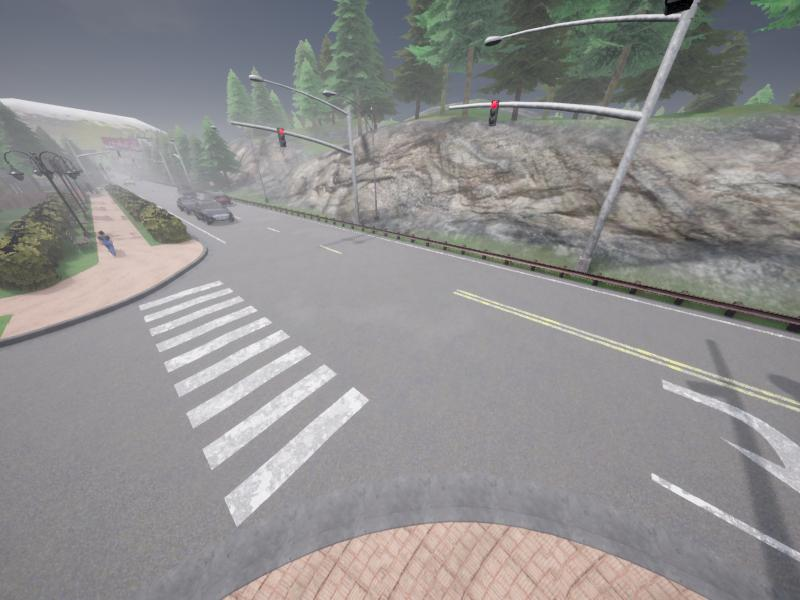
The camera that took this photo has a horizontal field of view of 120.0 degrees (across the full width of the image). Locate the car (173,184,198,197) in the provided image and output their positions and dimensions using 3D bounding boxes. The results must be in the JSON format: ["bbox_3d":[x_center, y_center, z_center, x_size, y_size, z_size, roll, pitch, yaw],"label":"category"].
[{"bbox_3d":[-35.005,-17.901,37.682,3.988,1.617,1.851,23,37,34],"label":"car"}]

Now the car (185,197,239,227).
[{"bbox_3d":[-16.180,-7.653,19.841,4.856,1.649,2.033,23,37,34],"label":"car"}]

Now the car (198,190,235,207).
[{"bbox_3d":[-22.953,-12.760,28.834,4.792,1.488,2.163,23,37,34],"label":"car"}]

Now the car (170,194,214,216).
[{"bbox_3d":[-21.372,-9.807,23.688,4.902,1.511,2.128,23,37,34],"label":"car"}]

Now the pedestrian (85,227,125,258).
[{"bbox_3d":[-14.701,-2.891,11.567,0.751,1.300,0.751,-25,39,-37],"label":"pedestrian"}]
